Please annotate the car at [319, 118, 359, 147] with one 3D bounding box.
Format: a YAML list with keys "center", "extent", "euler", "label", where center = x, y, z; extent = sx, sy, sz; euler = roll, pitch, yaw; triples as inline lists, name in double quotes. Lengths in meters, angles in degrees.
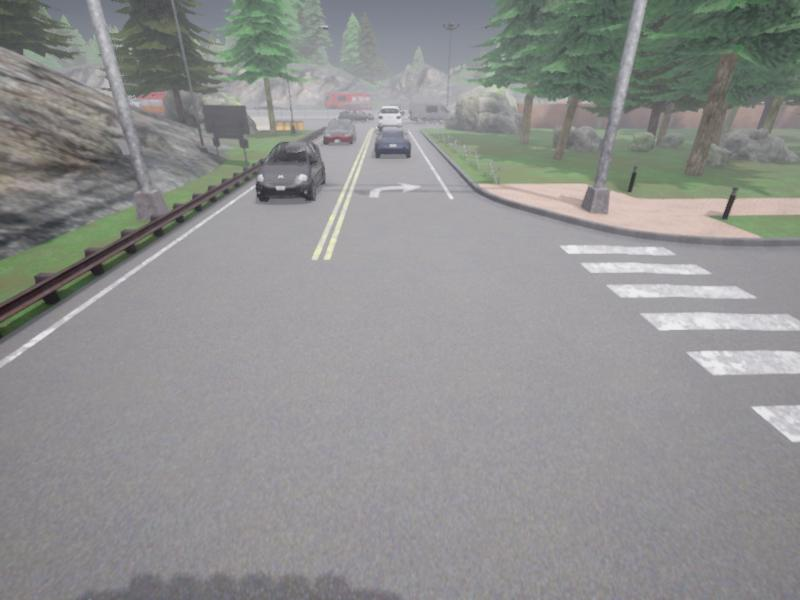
- center: [-4.108, -11.716, 27.796]
  extent: [2.163, 1.488, 4.792]
  euler: [-1, 27, -2]
  label: "car"

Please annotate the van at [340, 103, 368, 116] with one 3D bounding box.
- center: [-7.641, -31.876, 66.908]
  extent: [4.442, 1.987, 1.775]
  euler: [-1, 27, -2]
  label: "van"

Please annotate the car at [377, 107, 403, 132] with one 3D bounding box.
- center: [-0.843, -17.132, 37.853]
  extent: [2.150, 2.045, 5.566]
  euler: [1, 25, 2]
  label: "car"

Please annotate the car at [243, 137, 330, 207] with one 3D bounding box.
- center: [-3.590, -4.434, 13.486]
  extent: [1.851, 1.617, 3.988]
  euler: [-1, 27, -2]
  label: "car"

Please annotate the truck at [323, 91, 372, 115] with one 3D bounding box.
- center: [-9.382, -35.867, 72.658]
  extent: [8.468, 3.827, 2.891]
  euler: [-1, 27, -2]
  label: "truck"

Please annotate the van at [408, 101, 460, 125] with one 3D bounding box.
- center: [4.050, -22.733, 48.523]
  extent: [5.915, 2.561, 1.988]
  euler: [-1, 27, -2]
  label: "van"

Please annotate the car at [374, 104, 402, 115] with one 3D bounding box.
- center: [-2.080, -33.429, 70.310]
  extent: [4.856, 1.649, 2.033]
  euler: [-1, 27, -2]
  label: "car"

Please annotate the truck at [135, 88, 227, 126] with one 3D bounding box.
- center: [-25.504, -22.749, 47.119]
  extent: [8.468, 3.827, 2.891]
  euler: [-1, 27, -2]
  label: "truck"

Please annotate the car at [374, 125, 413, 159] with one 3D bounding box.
- center: [-0.420, -9.050, 22.735]
  extent: [1.994, 1.385, 4.181]
  euler: [-1, 27, -2]
  label: "car"

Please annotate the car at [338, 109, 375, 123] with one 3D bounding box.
- center: [-5.574, -23.705, 51.513]
  extent: [4.514, 1.525, 2.007]
  euler: [-1, 27, -2]
  label: "car"
